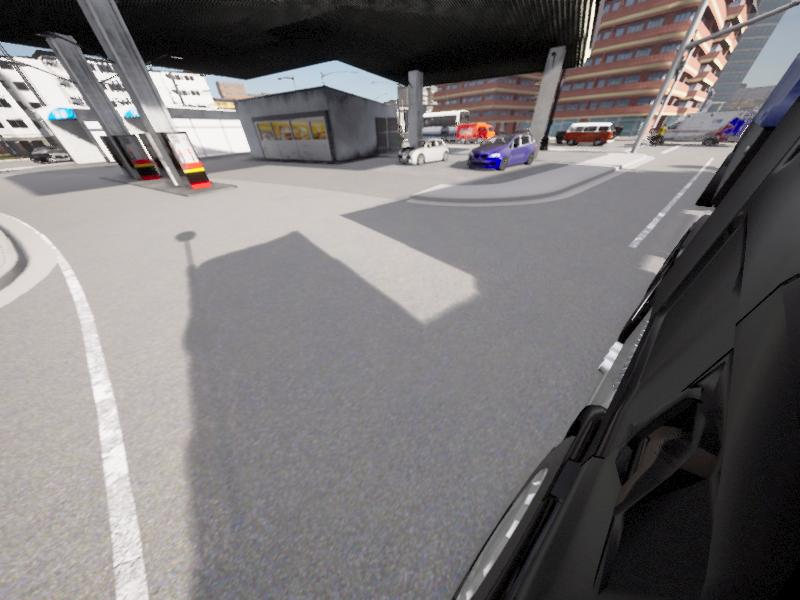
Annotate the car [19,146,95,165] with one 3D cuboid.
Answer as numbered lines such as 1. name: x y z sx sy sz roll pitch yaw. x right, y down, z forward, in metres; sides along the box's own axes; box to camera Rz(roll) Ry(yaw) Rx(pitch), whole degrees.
1. car: -44.488 -18.962 30.230 1.930 1.638 5.238 6 37 11

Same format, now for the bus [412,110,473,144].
1. bus: 7.012 -30.339 40.688 3.944 4.253 10.273 -28 44 -31

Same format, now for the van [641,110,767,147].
1. van: 27.657 -15.813 21.480 2.351 2.431 6.366 -23 41 -25

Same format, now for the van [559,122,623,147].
1. van: 20.216 -17.652 24.687 2.069 2.038 4.480 -29 44 -31

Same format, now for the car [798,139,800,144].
1. car: 35.576 -13.712 19.088 5.357 1.411 2.033 -28 43 -30

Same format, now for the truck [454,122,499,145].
1. truck: 10.926 -23.999 33.401 2.627 2.467 5.204 -28 44 -31

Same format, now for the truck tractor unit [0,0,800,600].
1. truck tractor unit: 2.645 -0.295 0.352 6.516 4.208 3.053 -28 44 -30

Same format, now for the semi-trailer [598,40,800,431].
1. semi-trailer: 8.703 -3.576 4.261 14.254 4.402 2.717 -28 43 -30

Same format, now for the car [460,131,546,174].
1. car: 5.977 -8.649 13.382 4.611 1.667 2.242 -27 43 -30

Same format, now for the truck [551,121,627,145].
1. truck: 21.920 -19.603 27.185 2.390 2.098 6.274 -29 44 -32

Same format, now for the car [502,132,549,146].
1. car: 15.727 -20.367 29.222 1.895 1.301 4.718 -28 44 -31

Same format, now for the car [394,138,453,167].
1. car: 1.707 -10.736 16.702 3.806 1.475 1.970 -27 43 -30

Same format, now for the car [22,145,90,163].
1. car: -47.457 -20.291 32.058 2.097 1.767 4.553 8 38 13

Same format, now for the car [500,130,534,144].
1. car: 16.461 -23.151 32.752 1.845 1.501 3.633 -28 44 -31

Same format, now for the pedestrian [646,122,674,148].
1. pedestrian: 23.448 -14.889 20.890 0.751 1.860 0.751 8 38 13

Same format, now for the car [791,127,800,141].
1. car: 41.790 -17.047 23.059 5.238 1.638 1.930 -28 44 -31
